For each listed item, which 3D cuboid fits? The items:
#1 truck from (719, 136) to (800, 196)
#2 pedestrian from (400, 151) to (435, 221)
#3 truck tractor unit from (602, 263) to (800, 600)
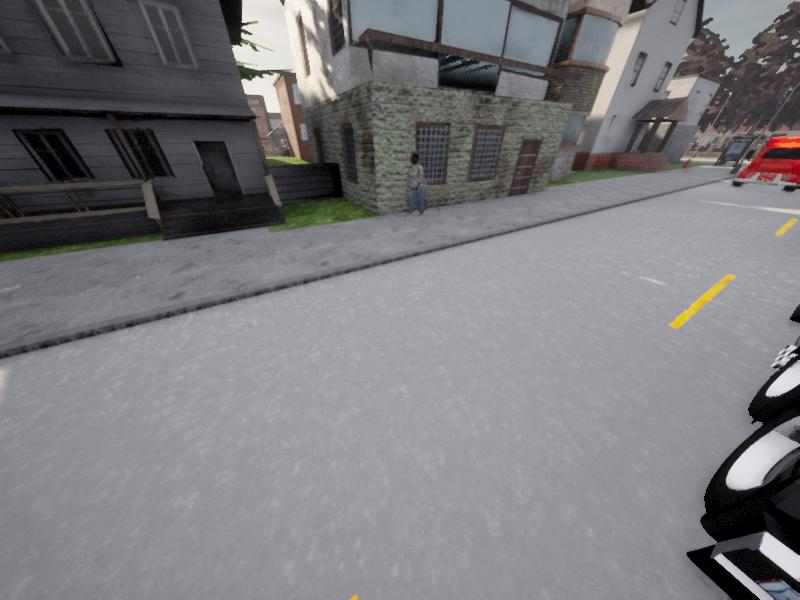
[{"bbox_3d":[21.483,-7.605,12.894,5.204,2.467,2.627,-18,39,-24],"label":"truck"},{"bbox_3d":[0.503,-3.632,7.398,0.751,1.860,0.751,-18,39,-24],"label":"pedestrian"},{"bbox_3d":[5.105,-0.306,0.786,6.516,4.208,3.053,-18,39,-24],"label":"truck tractor unit"}]
